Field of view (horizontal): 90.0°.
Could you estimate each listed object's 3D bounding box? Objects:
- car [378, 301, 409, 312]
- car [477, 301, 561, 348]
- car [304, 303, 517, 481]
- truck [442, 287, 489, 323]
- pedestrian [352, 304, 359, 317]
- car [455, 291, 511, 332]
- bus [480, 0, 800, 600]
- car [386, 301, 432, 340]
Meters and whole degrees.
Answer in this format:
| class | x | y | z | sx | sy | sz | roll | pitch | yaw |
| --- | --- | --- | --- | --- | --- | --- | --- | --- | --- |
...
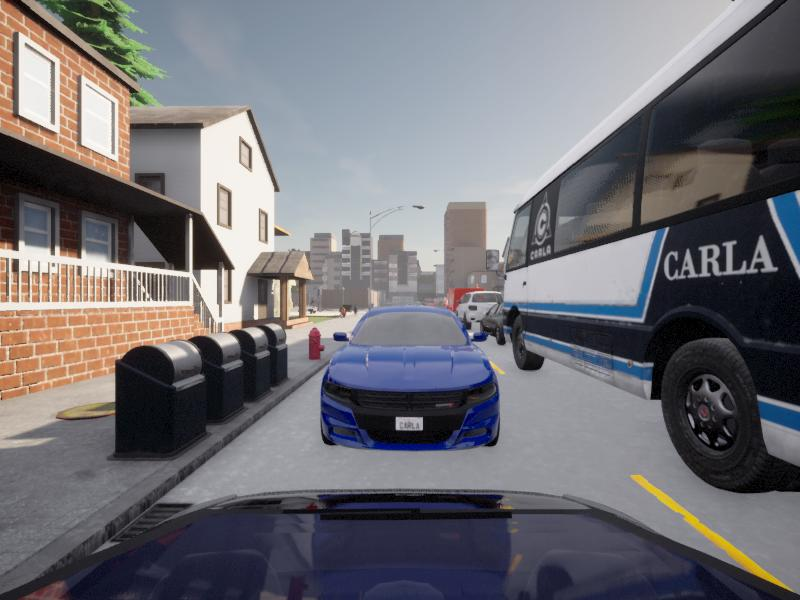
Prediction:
| class | x | y | z | sx | sy | sz | roll | pitch | yaw |
| --- | --- | --- | --- | --- | --- | --- | --- | --- | --- |
| car | -0.863 | 0.908 | 54.646 | 1.994 | 1.385 | 4.181 | 1 | 0 | 39 |
| car | 4.358 | 0.828 | 15.497 | 2.007 | 1.525 | 4.514 | 0 | 0 | 1 |
| car | 0.148 | 0.823 | 6.037 | 1.882 | 1.535 | 5.008 | 0 | 0 | 1 |
| truck | 4.794 | 0.357 | 30.240 | 2.627 | 2.467 | 5.204 | 0 | 0 | 0 |
| pedestrian | -3.820 | 0.905 | 34.428 | 0.500 | 1.100 | 0.500 | 0 | 0 | 4 |
| car | 4.537 | 0.568 | 22.777 | 2.150 | 2.045 | 5.566 | 0 | 0 | 1 |
| bus | 4.014 | -0.534 | 5.575 | 3.944 | 4.253 | 10.273 | 0 | 0 | 1 |
| car | 0.421 | 0.841 | 18.605 | 1.837 | 1.490 | 4.892 | 0 | 1 | 1 |
